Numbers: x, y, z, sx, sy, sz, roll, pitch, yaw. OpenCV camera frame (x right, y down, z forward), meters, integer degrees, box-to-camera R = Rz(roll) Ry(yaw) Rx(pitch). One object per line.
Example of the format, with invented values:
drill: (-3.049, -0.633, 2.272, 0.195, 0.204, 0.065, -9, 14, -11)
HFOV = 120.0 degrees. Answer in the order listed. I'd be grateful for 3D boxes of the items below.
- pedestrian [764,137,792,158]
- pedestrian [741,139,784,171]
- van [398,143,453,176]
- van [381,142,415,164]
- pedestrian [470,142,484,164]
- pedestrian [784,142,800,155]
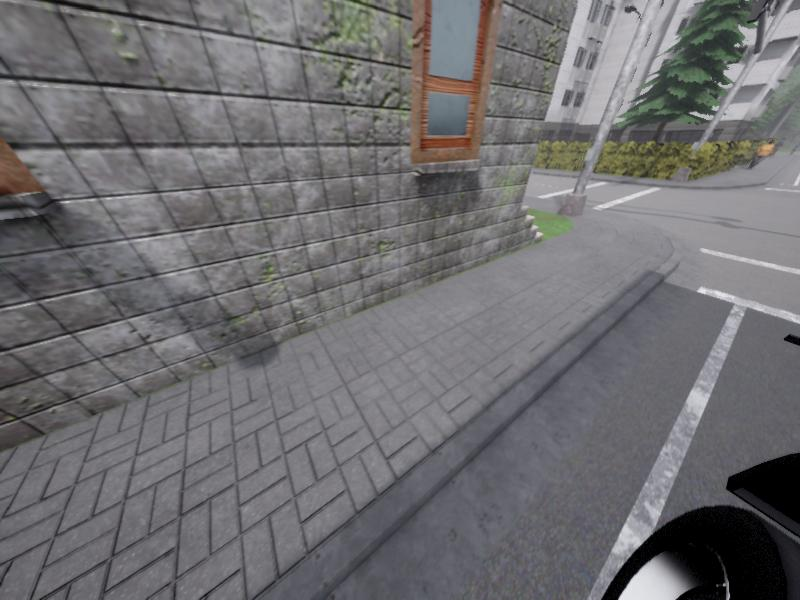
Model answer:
pedestrian: (42.103, -16.974, 25.728, 0.751, 1.860, 0.751, -20, 40, -25)
pedestrian: (25.415, -10.197, 16.251, 0.751, 1.860, 0.751, 29, 45, 35)
van: (1.953, -11.781, 19.174, 2.069, 2.038, 4.480, -22, 40, -27)
van: (-0.295, -17.223, 26.974, 1.775, 1.987, 4.442, -22, 40, -27)
pedestrian: (7.994, -15.254, 23.906, 0.751, 1.860, 0.751, -23, 41, -29)
pedestrian: (50.382, -19.288, 29.425, 0.751, 1.300, 0.751, -10, 36, -14)
